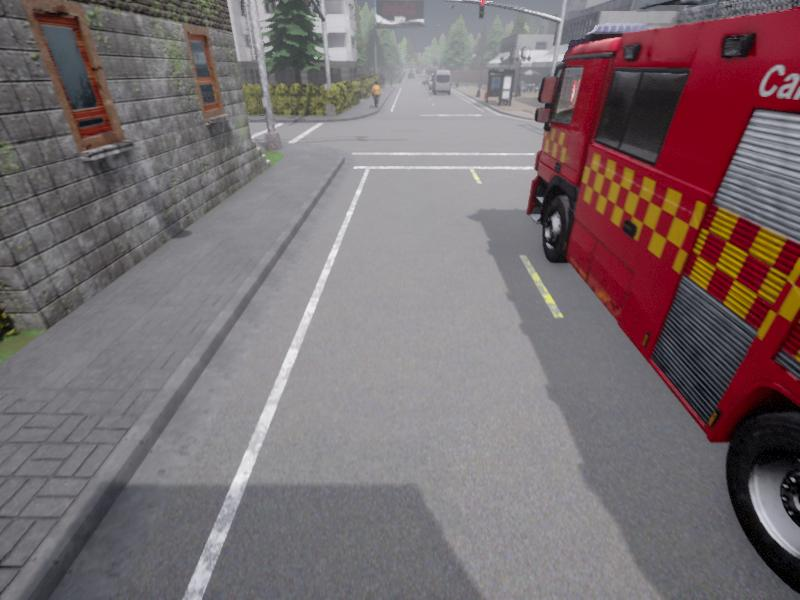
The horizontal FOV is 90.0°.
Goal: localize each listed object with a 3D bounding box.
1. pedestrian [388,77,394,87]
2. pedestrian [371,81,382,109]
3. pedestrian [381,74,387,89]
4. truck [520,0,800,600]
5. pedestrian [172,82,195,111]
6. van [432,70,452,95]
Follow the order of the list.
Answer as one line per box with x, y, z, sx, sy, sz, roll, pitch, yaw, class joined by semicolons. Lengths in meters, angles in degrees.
-1.323;-33.073;60.764;0.751;1.300;0.751;9;32;16;pedestrian
-1.789;-15.625;30.444;0.751;1.860;0.751;-5;31;-9;pedestrian
-2.296;-31.224;57.056;0.751;1.860;0.751;2;30;4;pedestrian
3.953;-1.047;3.981;2.891;3.827;8.468;1;30;1;truck
-15.895;-14.956;29.429;0.751;1.860;0.751;17;34;26;pedestrian
5.094;-26.926;49.397;1.988;2.561;5.915;1;30;1;van
